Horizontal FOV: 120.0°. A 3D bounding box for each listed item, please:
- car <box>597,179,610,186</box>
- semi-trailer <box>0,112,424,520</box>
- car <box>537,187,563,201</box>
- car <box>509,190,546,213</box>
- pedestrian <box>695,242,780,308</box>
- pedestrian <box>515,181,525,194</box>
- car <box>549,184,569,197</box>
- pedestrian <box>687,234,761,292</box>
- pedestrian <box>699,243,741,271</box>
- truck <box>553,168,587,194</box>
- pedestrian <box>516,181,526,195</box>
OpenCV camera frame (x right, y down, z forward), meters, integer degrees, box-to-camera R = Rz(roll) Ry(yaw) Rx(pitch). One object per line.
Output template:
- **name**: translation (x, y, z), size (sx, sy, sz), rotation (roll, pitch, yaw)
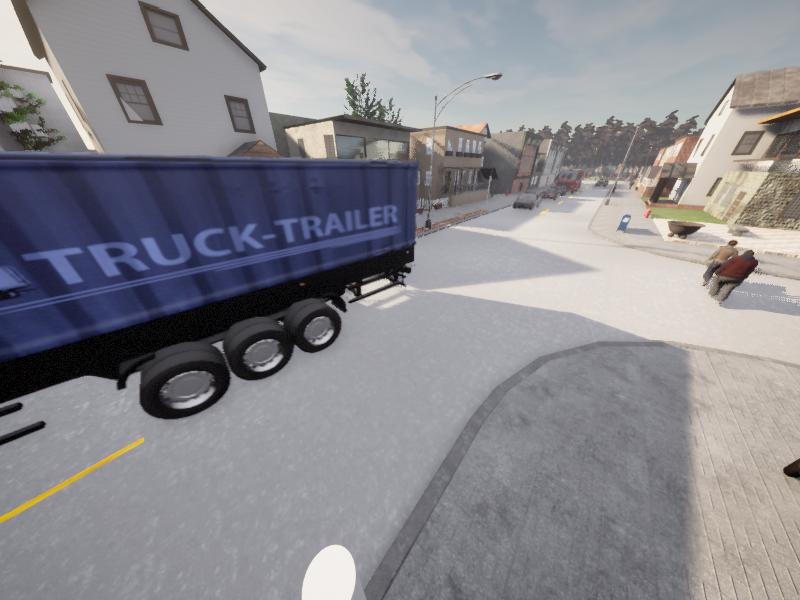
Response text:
- **car**: translation (50.640, -29.373, 57.513), size (1.994, 1.385, 4.181), rotation (23, 37, 34)
- **semi-trailer**: translation (-5.555, 0.188, 3.243), size (14.254, 4.402, 2.717), rotation (-25, 38, -36)
- **car**: translation (21.128, -14.934, 32.504), size (1.994, 1.385, 4.181), rotation (23, 37, 34)
- **car**: translation (13.869, -10.751, 24.985), size (1.930, 1.638, 5.238), rotation (22, 37, 33)
- **pedestrian**: translation (10.789, -0.810, 7.500), size (0.751, 1.860, 0.751), rotation (24, 38, 35)
- **pedestrian**: translation (19.474, -18.249, 37.497), size (0.751, 1.860, 0.751), rotation (-24, 38, -35)
- **car**: translation (25.445, -17.570, 36.884), size (1.789, 1.549, 3.705), rotation (23, 37, 34)
- **pedestrian**: translation (11.708, -1.363, 8.458), size (0.751, 1.860, 0.751), rotation (22, 36, 33)
- **pedestrian**: translation (13.974, -1.885, 10.122), size (0.500, 1.100, 0.500), rotation (2, 30, 3)
- **truck**: translation (30.933, -21.820, 41.975), size (2.891, 3.827, 8.468), rotation (23, 37, 34)
- **pedestrian**: translation (19.216, -17.859, 36.822), size (0.751, 1.860, 0.751), rotation (-21, 36, -32)
